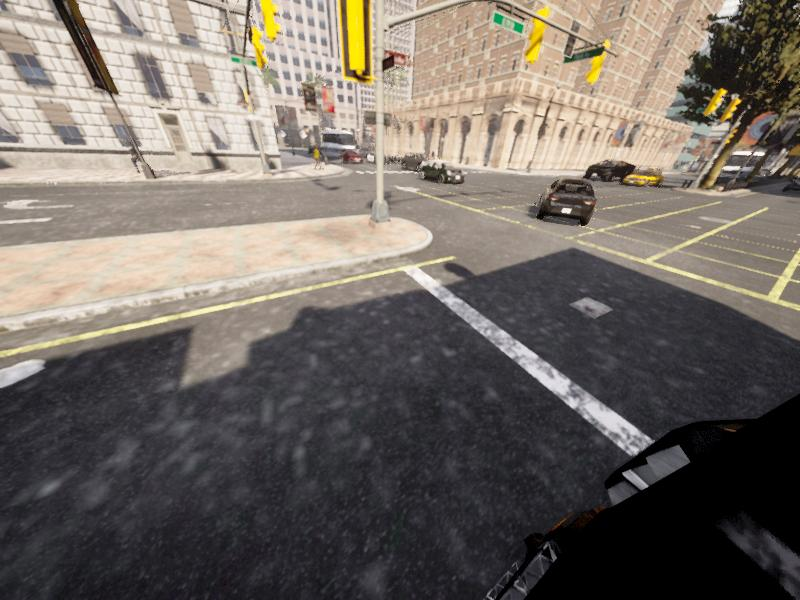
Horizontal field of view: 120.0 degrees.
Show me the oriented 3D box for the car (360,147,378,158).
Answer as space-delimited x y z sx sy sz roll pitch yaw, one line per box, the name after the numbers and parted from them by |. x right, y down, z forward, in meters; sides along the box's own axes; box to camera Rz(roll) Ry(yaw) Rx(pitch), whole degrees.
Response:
-6.600 -31.385 49.215 2.097 1.767 4.553 -16 38 -26 | car

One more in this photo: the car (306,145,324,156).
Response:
-17.158 -30.264 46.748 2.242 1.667 4.611 -15 39 -26 | car

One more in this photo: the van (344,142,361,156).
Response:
-11.686 -36.773 56.251 1.988 2.561 5.915 -16 38 -26 | van

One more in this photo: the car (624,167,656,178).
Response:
37.824 -20.170 36.397 4.718 1.301 1.895 -16 38 -26 | car

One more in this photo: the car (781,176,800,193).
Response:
45.917 -13.112 26.252 3.806 1.475 1.970 -16 38 -26 | car

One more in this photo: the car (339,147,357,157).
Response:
-11.272 -32.063 50.009 2.152 1.651 5.027 -15 38 -26 | car

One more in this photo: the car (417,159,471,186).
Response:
3.288 -9.985 17.999 1.970 1.475 3.806 -16 38 -26 | car

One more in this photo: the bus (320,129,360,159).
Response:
-11.656 -29.848 44.242 3.944 4.253 10.273 -16 38 -26 | bus

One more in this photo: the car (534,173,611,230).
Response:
7.124 -4.422 9.917 1.816 1.474 4.193 19 37 22 | car

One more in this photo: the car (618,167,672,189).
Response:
24.329 -12.160 22.930 5.366 1.575 1.801 -16 38 -26 | car

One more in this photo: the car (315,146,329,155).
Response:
-18.346 -35.255 54.351 2.007 1.525 4.514 -16 38 -26 | car

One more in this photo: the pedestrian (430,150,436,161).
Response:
6.409 -27.888 44.632 0.751 1.860 0.751 -6 34 -13 | pedestrian

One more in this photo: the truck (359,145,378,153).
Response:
-11.307 -54.248 83.075 6.274 2.098 2.390 -15 38 -26 | truck

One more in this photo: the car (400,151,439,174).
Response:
2.016 -15.219 25.432 1.932 1.855 4.605 -16 38 -26 | car

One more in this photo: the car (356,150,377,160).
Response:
-6.302 -27.033 43.030 2.033 1.411 5.357 -16 38 -26 | car

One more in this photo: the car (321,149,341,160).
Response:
-11.654 -24.556 38.935 1.895 1.301 4.718 -16 38 -26 | car

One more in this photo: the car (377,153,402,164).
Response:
-1.669 -22.389 36.488 1.895 1.301 4.718 -16 38 -26 | car

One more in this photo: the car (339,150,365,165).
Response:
-6.707 -19.759 31.965 1.812 1.442 4.674 -16 38 -26 | car

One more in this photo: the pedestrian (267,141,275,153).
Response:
-24.236 -28.757 43.406 0.751 1.860 0.751 -15 37 -25 | pedestrian

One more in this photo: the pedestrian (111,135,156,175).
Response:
-15.086 -8.220 13.144 0.751 1.860 0.751 -5 34 -11 | pedestrian

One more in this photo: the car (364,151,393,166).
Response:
-3.152 -20.124 32.735 2.038 1.542 4.974 -16 38 -26 | car

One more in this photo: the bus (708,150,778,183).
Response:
58.853 -22.942 39.650 10.273 4.253 3.944 -16 38 -26 | bus

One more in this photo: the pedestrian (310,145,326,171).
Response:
-6.922 -11.968 19.481 0.751 1.860 0.751 -27 44 -37 | pedestrian

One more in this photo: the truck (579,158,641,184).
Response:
23.338 -14.326 25.654 6.274 2.098 2.390 -15 38 -26 | truck

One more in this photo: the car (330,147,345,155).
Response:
-15.034 -35.735 55.450 2.033 1.411 5.357 -15 38 -26 | car
